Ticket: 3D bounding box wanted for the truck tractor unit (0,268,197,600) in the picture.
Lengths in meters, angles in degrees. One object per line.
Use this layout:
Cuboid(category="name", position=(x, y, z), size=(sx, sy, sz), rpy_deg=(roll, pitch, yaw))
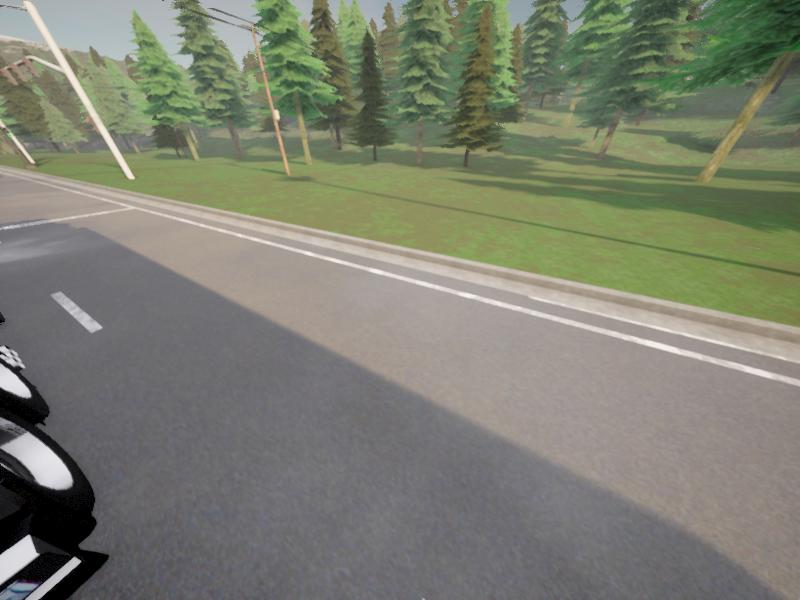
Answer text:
Cuboid(category="truck tractor unit", position=(-5.115, -0.298, 0.772), size=(6.516, 4.208, 3.053), rpy_deg=(18, 39, 24))
